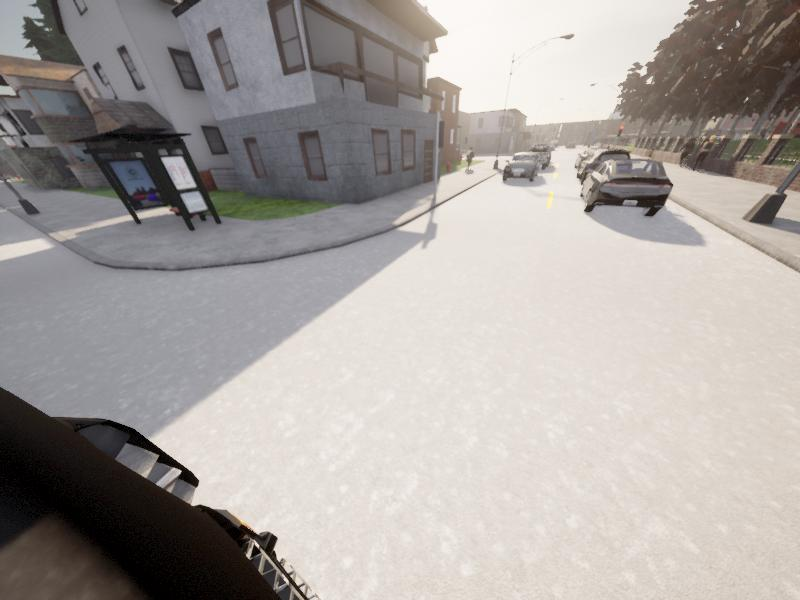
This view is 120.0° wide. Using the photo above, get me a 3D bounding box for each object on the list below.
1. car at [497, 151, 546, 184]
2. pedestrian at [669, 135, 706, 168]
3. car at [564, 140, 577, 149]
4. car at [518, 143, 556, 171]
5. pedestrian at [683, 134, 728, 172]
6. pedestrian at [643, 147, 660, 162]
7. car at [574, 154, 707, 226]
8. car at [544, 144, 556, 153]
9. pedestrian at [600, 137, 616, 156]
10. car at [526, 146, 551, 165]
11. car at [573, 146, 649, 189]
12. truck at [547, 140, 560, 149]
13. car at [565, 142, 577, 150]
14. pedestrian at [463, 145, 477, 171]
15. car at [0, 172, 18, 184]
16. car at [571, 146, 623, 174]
[{"bbox_3d":[8.202,-8.944,15.406,2.128,1.511,4.902,16,38,26],"label":"car"},{"bbox_3d":[19.572,-10.141,15.793,0.751,1.860,0.751,16,38,26],"label":"pedestrian"},{"bbox_3d":[45.729,-41.739,62.038,2.097,1.767,4.553,16,38,26],"label":"car"},{"bbox_3d":[12.189,-12.727,20.463,1.932,1.855,4.605,18,39,28],"label":"car"},{"bbox_3d":[18.168,-8.746,13.802,0.751,1.860,0.751,17,38,27],"label":"pedestrian"},{"bbox_3d":[21.791,-12.624,20.048,0.500,1.100,0.500,8,35,16],"label":"pedestrian"},{"bbox_3d":[7.857,-4.187,8.275,2.128,1.511,4.902,16,38,26],"label":"car"},{"bbox_3d":[32.824,-33.185,50.463,1.812,1.442,4.674,16,38,26],"label":"car"},{"bbox_3d":[26.009,-19.160,28.875,0.751,1.860,0.751,-30,42,-35],"label":"pedestrian"},{"bbox_3d":[15.487,-16.157,25.721,1.837,1.490,4.892,16,38,26],"label":"car"},{"bbox_3d":[11.386,-7.530,12.931,2.033,1.649,4.856,15,37,25],"label":"car"},{"bbox_3d":[43.777,-44.365,65.857,2.390,2.098,6.274,16,38,26],"label":"truck"},{"bbox_3d":[41.955,-37.814,56.783,1.970,1.475,3.806,16,38,26],"label":"car"},{"bbox_3d":[6.105,-12.327,20.108,0.751,1.860,0.751,21,40,31],"label":"pedestrian"},{"bbox_3d":[-74.460,-21.931,41.796,2.152,1.651,5.027,11,36,20],"label":"car"},{"bbox_3d":[14.870,-10.873,17.802,2.128,1.511,4.902,14,37,24],"label":"car"}]
